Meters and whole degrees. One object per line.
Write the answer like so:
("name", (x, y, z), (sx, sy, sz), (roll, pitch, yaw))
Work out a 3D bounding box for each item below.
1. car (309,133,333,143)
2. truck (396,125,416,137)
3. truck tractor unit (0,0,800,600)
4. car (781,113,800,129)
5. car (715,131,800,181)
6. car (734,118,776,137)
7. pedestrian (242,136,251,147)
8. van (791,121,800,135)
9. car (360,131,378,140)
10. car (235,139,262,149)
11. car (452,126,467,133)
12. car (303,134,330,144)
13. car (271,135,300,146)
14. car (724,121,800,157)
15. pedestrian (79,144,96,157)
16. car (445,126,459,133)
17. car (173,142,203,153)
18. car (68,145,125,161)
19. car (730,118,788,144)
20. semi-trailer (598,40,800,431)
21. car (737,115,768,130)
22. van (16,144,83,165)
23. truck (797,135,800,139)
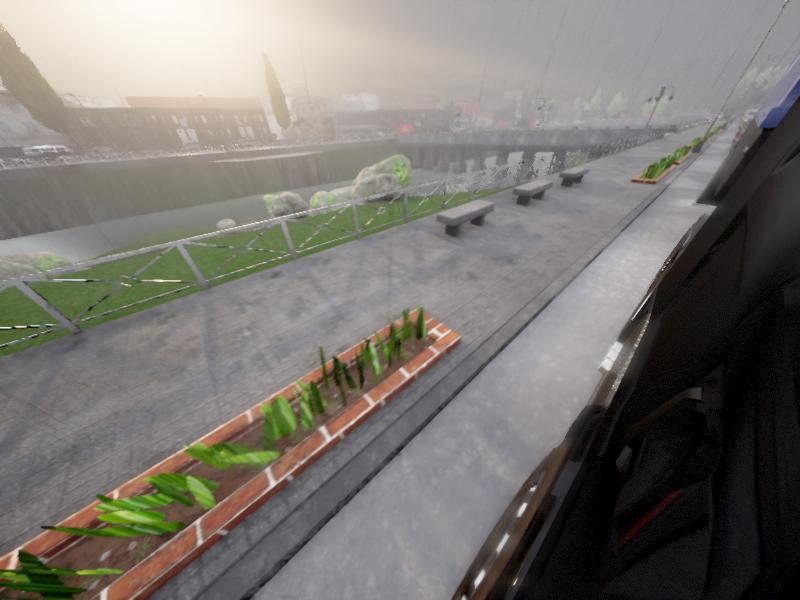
("car", (-19.113, -39.289, 56.021), (4.856, 1.649, 2.033), (-29, 44, -30))
("truck", (1.649, -47.864, 65.434), (5.204, 2.467, 2.627), (-29, 44, -30))
("truck tractor unit", (2.645, -0.295, 0.352), (6.516, 4.208, 3.053), (-28, 44, -30))
("car", (54.019, -24.228, 31.219), (5.366, 1.575, 1.801), (-29, 44, -30))
("car", (15.695, -6.282, 9.894), (4.181, 1.385, 1.994), (-28, 44, -30))
("car", (37.783, -18.478, 24.673), (4.193, 1.474, 1.816), (-29, 44, -31))
("pedestrian", (-32.821, -34.015, 49.453), (0.751, 1.860, 0.751), (2, 37, 6))
("van", (42.082, -17.879, 23.123), (4.480, 2.038, 2.069), (-29, 44, -30))
("car", (-7.924, -42.264, 59.292), (3.988, 1.617, 1.851), (-29, 44, -30))
("car", (-29.408, -30.446, 44.998), (3.806, 1.475, 1.970), (-29, 44, -30))
("car", (20.270, -57.687, 78.130), (5.366, 1.575, 1.801), (-29, 44, -30))
("car", (-18.763, -36.342, 52.051), (5.238, 1.638, 1.930), (-29, 44, -30))
("car", (-25.536, -35.765, 51.717), (5.238, 1.638, 1.930), (-28, 44, -31))
("car", (22.429, -10.046, 14.356), (4.514, 1.525, 2.007), (-28, 44, -30))
("pedestrian", (-54.491, -26.056, 40.242), (0.751, 1.860, 0.751), (-21, 40, -23))
("car", (18.146, -59.728, 80.913), (5.238, 1.638, 1.930), (-29, 44, -30))
("car", (-39.153, -28.252, 42.697), (3.806, 1.475, 1.970), (-29, 44, -30))
("car", (-48.006, -23.476, 36.750), (5.238, 1.638, 1.930), (-29, 44, -30))
("car", (30.491, -14.456, 19.726), (4.514, 1.525, 2.007), (-28, 44, -30))
("semi-trailer", (8.694, -3.610, 4.229), (14.254, 4.402, 2.717), (-28, 44, -30))
("car", (52.204, -26.375, 34.240), (5.008, 1.535, 1.882), (-29, 44, -30))
("van", (-48.426, -20.246, 32.130), (4.480, 2.038, 2.069), (-29, 44, -30))
("truck", (34.590, -13.800, 18.107), (6.274, 2.098, 2.390), (-29, 44, -30))
